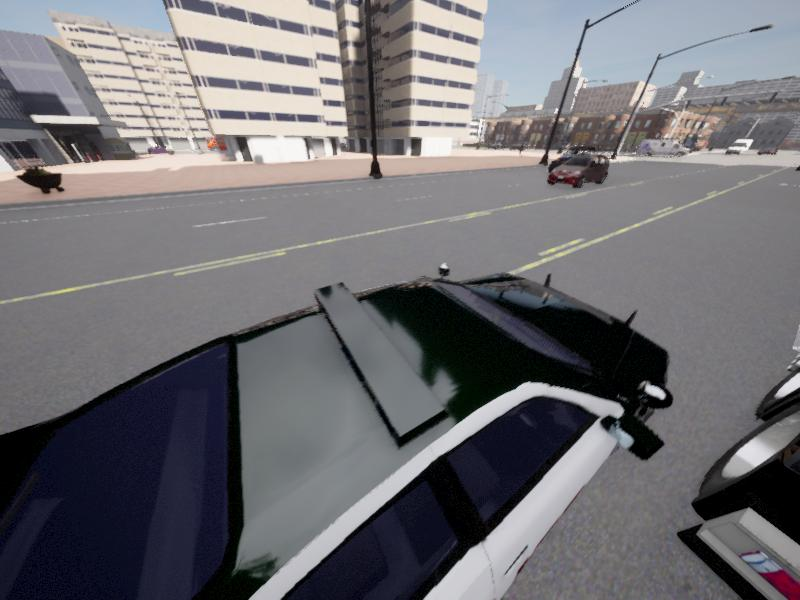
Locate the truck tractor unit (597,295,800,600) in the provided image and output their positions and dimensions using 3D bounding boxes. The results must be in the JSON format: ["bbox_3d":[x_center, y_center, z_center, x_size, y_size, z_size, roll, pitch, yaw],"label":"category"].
[{"bbox_3d":[5.159,-0.251,0.702,6.516,4.208,3.053,-16,38,-22],"label":"truck tractor unit"}]

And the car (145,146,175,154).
[{"bbox_3d":[-53.121,-33.243,51.269,4.193,1.474,1.816,-20,40,-27],"label":"car"}]

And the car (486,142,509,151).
[{"bbox_3d":[25.888,-40.814,61.364,1.930,1.638,5.238,-19,40,-26],"label":"car"}]

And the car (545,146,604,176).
[{"bbox_3d":[14.214,-11.419,18.854,3.866,1.878,1.905,-19,39,-26],"label":"car"}]

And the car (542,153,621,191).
[{"bbox_3d":[10.827,-7.774,13.842,3.988,1.617,1.851,-19,39,-26],"label":"car"}]

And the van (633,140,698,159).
[{"bbox_3d":[43.582,-25.077,38.246,2.351,2.431,6.366,-23,41,-29],"label":"van"}]

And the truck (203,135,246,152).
[{"bbox_3d":[-48.204,-43.112,63.609,8.468,3.827,2.891,-20,40,-27],"label":"truck"}]

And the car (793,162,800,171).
[{"bbox_3d":[39.258,-12.976,21.558,3.988,1.617,1.851,-19,39,-26],"label":"car"}]

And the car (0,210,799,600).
[{"bbox_3d":[0.166,0.665,1.696,4.974,1.542,2.038,-19,39,-26],"label":"car"}]

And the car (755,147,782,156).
[{"bbox_3d":[70.760,-28.531,44.366,4.181,1.385,1.994,-19,39,-25],"label":"car"}]

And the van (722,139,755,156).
[{"bbox_3d":[65.877,-29.664,44.927,5.915,2.561,1.988,-19,39,-26],"label":"van"}]

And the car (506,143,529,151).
[{"bbox_3d":[30.665,-40.134,60.543,2.128,1.511,4.902,-19,39,-26],"label":"car"}]
